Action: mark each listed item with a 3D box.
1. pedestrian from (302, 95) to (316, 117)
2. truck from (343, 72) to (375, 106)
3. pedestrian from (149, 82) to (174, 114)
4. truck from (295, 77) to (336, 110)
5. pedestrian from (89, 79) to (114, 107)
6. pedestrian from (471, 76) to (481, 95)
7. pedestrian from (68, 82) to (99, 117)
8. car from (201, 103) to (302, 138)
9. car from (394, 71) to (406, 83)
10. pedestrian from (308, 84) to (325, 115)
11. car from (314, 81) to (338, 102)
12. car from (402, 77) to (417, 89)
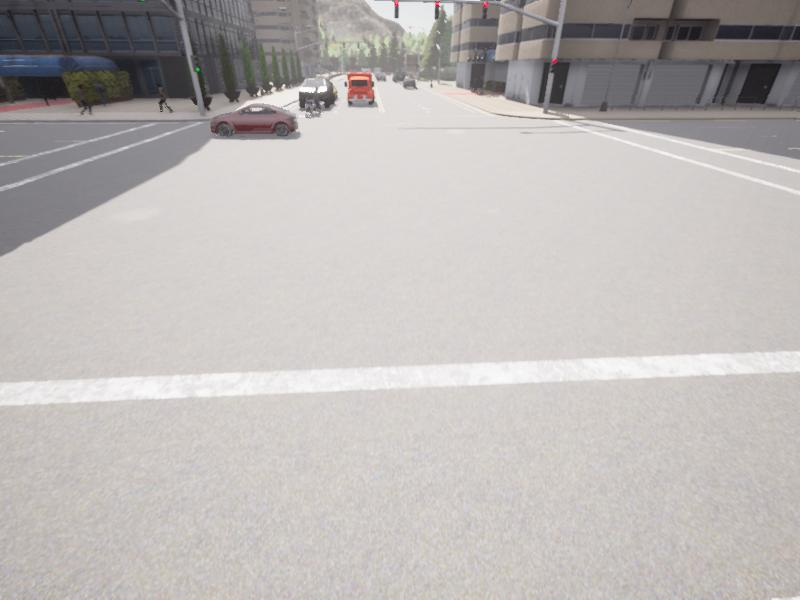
[{"bbox_3d":[-6.084,-13.017,26.834,0.751,1.300,0.751,-3,30,-5],"label":"pedestrian"},{"bbox_3d":[-3.598,-19.040,36.033,2.627,2.467,5.204,-2,30,-3],"label":"truck"},{"bbox_3d":[-15.812,-13.394,26.530,0.751,1.860,0.751,-2,30,-4],"label":"pedestrian"},{"bbox_3d":[-6.909,-17.294,33.386,2.390,2.098,6.274,-2,30,-3],"label":"truck"},{"bbox_3d":[-22.780,-15.786,30.540,0.751,1.860,0.751,10,32,17],"label":"pedestrian"},{"bbox_3d":[8.642,-24.416,45.583,0.751,1.860,0.751,-8,31,-14],"label":"pedestrian"},{"bbox_3d":[-19.780,-12.537,25.028,0.751,1.860,0.751,-7,31,-12],"label":"pedestrian"},{"bbox_3d":[-7.181,-8.946,19.852,4.181,1.385,1.994,-2,30,-4],"label":"car"},{"bbox_3d":[-0.037,-45.103,80.941,2.150,2.045,5.566,-2,30,-3],"label":"car"},{"bbox_3d":[-5.792,-13.918,27.821,0.751,1.860,0.751,4,31,6],"label":"pedestrian"},{"bbox_3d":[-7.375,-21.024,40.264,1.801,1.575,5.366,-1,30,-3],"label":"car"},{"bbox_3d":[1.432,-33.594,61.950,1.812,1.442,4.674,-2,30,-3],"label":"car"}]
